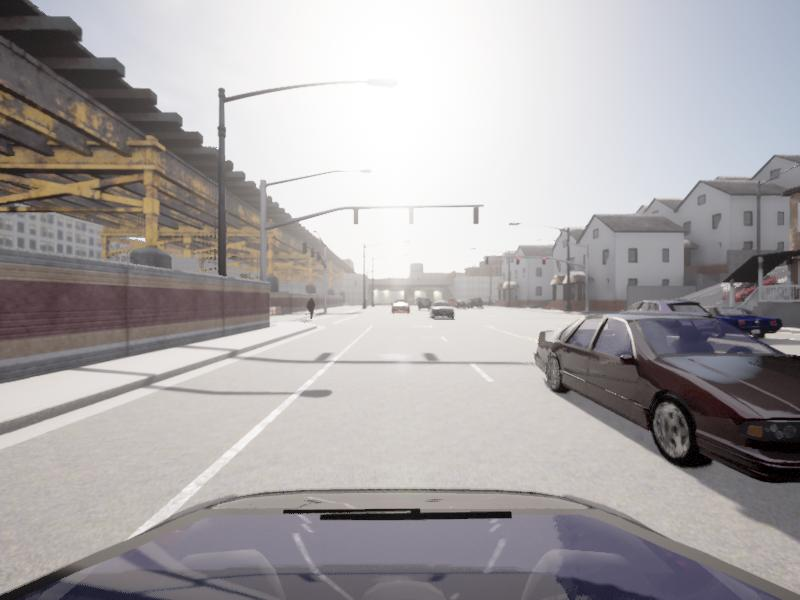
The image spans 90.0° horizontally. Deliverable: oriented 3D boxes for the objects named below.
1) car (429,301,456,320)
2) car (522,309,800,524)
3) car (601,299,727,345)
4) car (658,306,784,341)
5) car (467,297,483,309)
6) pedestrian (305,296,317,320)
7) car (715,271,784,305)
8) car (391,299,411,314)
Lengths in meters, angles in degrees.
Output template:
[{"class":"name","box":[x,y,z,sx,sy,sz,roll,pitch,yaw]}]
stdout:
[{"class":"car","box":[3.572,0.838,34.457,1.837,1.490,4.892,0,0,0]},{"class":"car","box":[3.517,0.894,5.535,2.033,1.411,5.357,0,0,0]},{"class":"car","box":[10.535,0.774,16.547,2.033,1.649,4.856,0,0,0]},{"class":"car","box":[13.935,0.940,17.820,1.895,1.301,4.718,0,0,1]},{"class":"car","box":[14.154,0.557,75.759,2.150,2.045,5.566,0,0,0]},{"class":"pedestrian","box":[-6.886,0.631,31.103,0.751,1.860,0.751,0,0,1]},{"class":"car","box":[32.303,-1.056,37.063,4.514,1.525,2.007,-21,0,-1]},{"class":"car","box":[0.099,0.747,48.082,2.242,1.667,4.611,0,0,0]}]
